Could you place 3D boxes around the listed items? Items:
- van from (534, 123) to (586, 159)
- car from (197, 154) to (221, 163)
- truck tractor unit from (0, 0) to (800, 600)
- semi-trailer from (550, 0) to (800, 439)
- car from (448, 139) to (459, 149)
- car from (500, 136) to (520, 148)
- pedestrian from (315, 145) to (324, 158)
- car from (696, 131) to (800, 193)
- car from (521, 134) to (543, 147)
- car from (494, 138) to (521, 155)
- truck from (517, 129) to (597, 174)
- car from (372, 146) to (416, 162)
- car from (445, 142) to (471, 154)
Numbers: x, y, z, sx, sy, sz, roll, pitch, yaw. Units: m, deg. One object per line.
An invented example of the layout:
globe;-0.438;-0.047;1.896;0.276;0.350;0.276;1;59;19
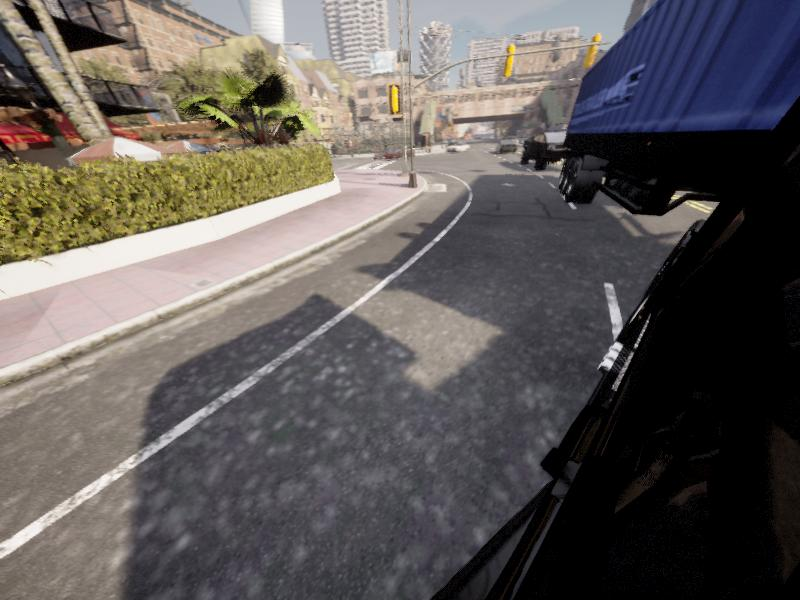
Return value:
van;15.554;-15.826;22.986;1.988;2.561;5.915;4;35;11
car;-48.716;-36.269;59.102;1.812;1.442;4.674;3;35;10
truck tractor unit;2.645;-0.295;0.351;6.516;4.208;3.053;-28;44;-30
semi-trailer;6.527;-4.399;5.720;2.717;4.402;14.254;12;38;21
car;11.520;-33.649;49.816;2.097;1.535;5.008;3;35;10
car;19.849;-28.748;41.910;2.242;1.667;4.611;4;35;10
pedestrian;-14.213;-26.240;40.913;0.751;1.860;0.751;5;36;12
car;15.503;-5.626;9.152;2.152;1.651;5.027;7;36;15
car;23.183;-28.166;40.810;2.033;1.649;4.856;4;35;11
car;13.341;-19.378;29.071;1.930;1.638;5.238;4;35;10
truck;10.407;-10.465;16.141;2.390;2.098;6.274;4;35;10
car;-0.720;-18.754;29.663;5.357;1.411;2.033;-4;35;0
car;8.988;-23.479;35.655;1.895;1.301;4.718;21;42;31
